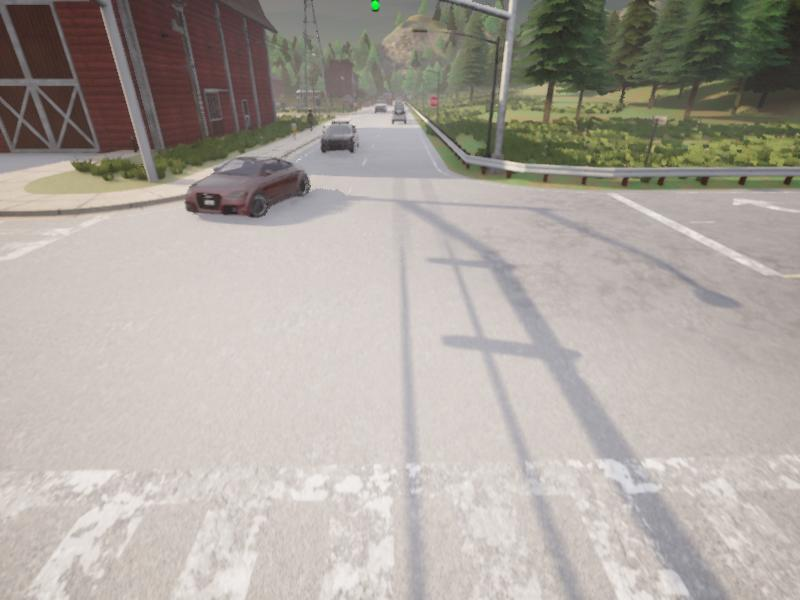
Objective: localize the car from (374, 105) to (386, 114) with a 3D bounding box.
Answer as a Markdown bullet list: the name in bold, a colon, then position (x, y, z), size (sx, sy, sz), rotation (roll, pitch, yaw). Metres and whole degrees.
- **car**: position (-3.655, -34.571, 72.552), size (1.895, 1.301, 4.718), rotation (0, 27, 0)

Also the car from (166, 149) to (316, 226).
- **car**: position (-4.433, -3.558, 12.047), size (1.994, 1.385, 4.181), rotation (7, 28, 14)

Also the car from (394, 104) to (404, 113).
- **car**: position (-0.160, -36.958, 77.108), size (1.994, 1.385, 4.181), rotation (0, 27, 0)

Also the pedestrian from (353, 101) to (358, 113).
- **pedestrian**: position (-7.844, -34.180, 70.793), size (0.751, 1.860, 0.751), rotation (-2, 27, -5)

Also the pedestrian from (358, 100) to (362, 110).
- **pedestrian**: position (-8.195, -39.878, 81.891), size (0.751, 1.860, 0.751), rotation (-3, 27, -5)

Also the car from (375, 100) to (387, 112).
- **car**: position (-3.674, -38.989, 80.337), size (2.150, 2.045, 5.566), rotation (0, 27, 0)

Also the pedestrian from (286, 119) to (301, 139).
- **pedestrian**: position (-7.685, -12.393, 28.966), size (0.751, 1.300, 0.751), rotation (0, 27, -1)

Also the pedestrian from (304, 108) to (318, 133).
- **pedestrian**: position (-7.526, -15.162, 33.748), size (0.751, 1.860, 0.751), rotation (5, 28, 10)

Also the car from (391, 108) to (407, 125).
- **car**: position (-0.096, -21.500, 46.741), size (1.851, 1.617, 3.988), rotation (0, 27, 0)

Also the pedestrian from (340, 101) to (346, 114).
- **pedestrian**: position (-9.523, -32.323, 67.178), size (0.751, 1.860, 0.751), rotation (0, 27, 0)

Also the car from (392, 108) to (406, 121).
- **car**: position (-0.112, -24.493, 52.752), size (1.812, 1.442, 4.674), rotation (0, 27, 0)

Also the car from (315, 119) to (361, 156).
- **car**: position (-3.550, -9.859, 24.037), size (1.930, 1.638, 5.238), rotation (0, 27, 0)
